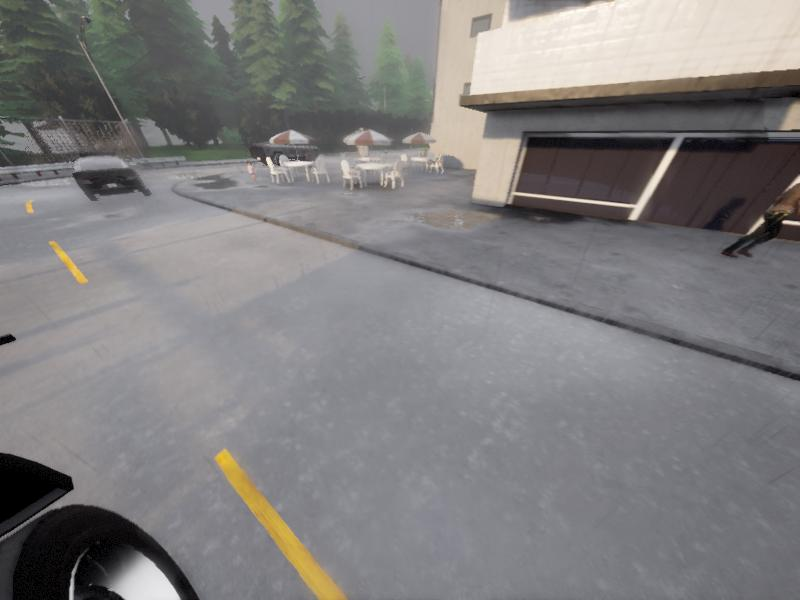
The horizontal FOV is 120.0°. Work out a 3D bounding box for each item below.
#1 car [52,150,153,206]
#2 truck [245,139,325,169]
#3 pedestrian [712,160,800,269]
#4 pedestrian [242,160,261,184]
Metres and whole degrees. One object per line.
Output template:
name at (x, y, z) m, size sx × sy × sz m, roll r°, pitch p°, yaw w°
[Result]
car at (-13.407, -5.872, 10.718) m, size 1.930 × 1.638 × 5.238 m, roll -29°, pitch 45°, yaw -34°
truck at (-10.461, -13.926, 21.816) m, size 2.390 × 2.098 × 6.274 m, roll 20°, pitch 40°, yaw 26°
pedestrian at (7.655, -1.701, 4.655) m, size 0.751 × 1.860 × 0.751 m, roll 24°, pitch 41°, yaw 30°
pedestrian at (-8.187, -7.102, 12.772) m, size 0.500 × 1.100 × 0.500 m, roll -11°, pitch 37°, yaw -15°
